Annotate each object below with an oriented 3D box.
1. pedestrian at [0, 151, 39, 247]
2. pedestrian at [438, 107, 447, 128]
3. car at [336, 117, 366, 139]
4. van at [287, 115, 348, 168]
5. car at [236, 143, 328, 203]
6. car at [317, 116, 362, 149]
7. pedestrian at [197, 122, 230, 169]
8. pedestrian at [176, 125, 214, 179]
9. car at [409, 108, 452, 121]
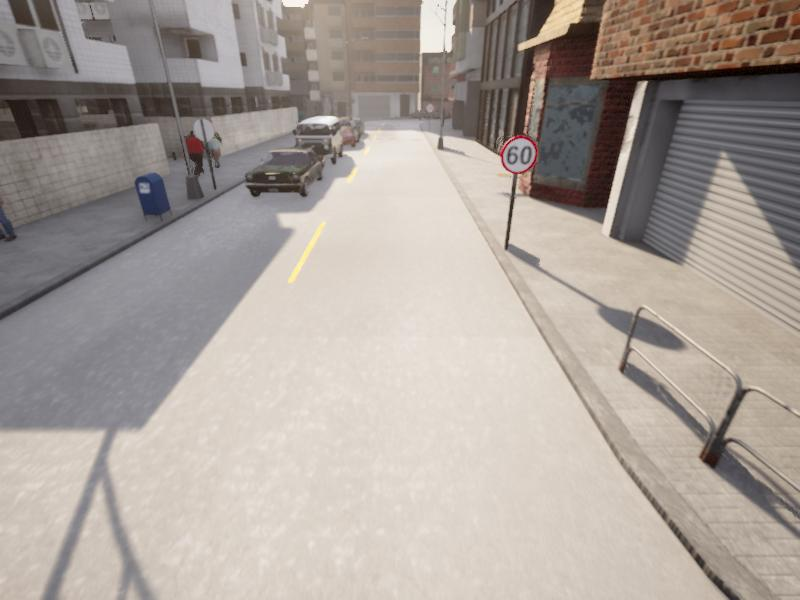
[{"bbox_3d":[-8.725,-2.133,8.481,0.751,1.860,0.751,0,27,0],"label":"pedestrian"},{"bbox_3d":[4.255,-18.258,39.926,0.751,1.860,0.751,3,27,6],"label":"pedestrian"},{"bbox_3d":[-3.987,-14.237,32.983,1.895,1.301,4.718,0,27,0],"label":"car"},{"bbox_3d":[-3.975,-8.108,20.217,2.069,2.038,4.480,0,27,0],"label":"van"},{"bbox_3d":[-3.979,-4.729,14.443,1.895,1.301,4.718,0,27,0],"label":"car"},{"bbox_3d":[-3.957,-11.378,26.997,2.242,1.667,4.611,0,27,0],"label":"car"},{"bbox_3d":[-8.144,-6.783,17.547,0.751,1.860,0.751,-2,27,-4],"label":"pedestrian"},{"bbox_3d":[-7.916,-5.743,15.520,0.751,1.860,0.751,-2,27,-5],"label":"pedestrian"},{"bbox_3d":[4.030,-24.981,53.832,5.357,1.411,2.033,-7,28,-14],"label":"car"}]
